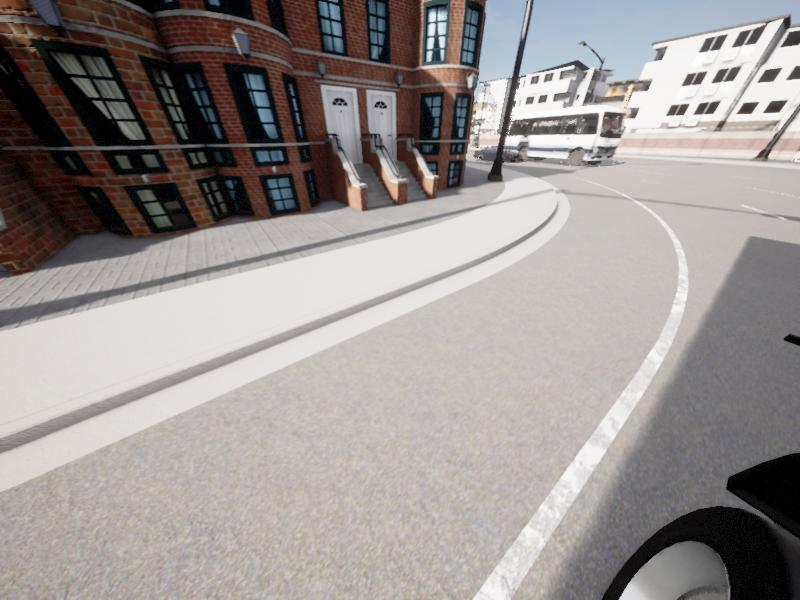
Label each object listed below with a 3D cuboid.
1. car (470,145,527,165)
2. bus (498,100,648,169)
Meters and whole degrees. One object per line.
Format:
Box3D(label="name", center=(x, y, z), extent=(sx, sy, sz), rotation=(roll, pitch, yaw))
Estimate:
Box3D(label="car", center=(10.206, -15.429, 24.445), extent=(2.033, 1.411, 5.357), rotation=(-18, 39, -23))
Box3D(label="bus", center=(15.168, -15.588, 22.151), extent=(3.944, 4.253, 10.273), rotation=(-14, 37, -20))
